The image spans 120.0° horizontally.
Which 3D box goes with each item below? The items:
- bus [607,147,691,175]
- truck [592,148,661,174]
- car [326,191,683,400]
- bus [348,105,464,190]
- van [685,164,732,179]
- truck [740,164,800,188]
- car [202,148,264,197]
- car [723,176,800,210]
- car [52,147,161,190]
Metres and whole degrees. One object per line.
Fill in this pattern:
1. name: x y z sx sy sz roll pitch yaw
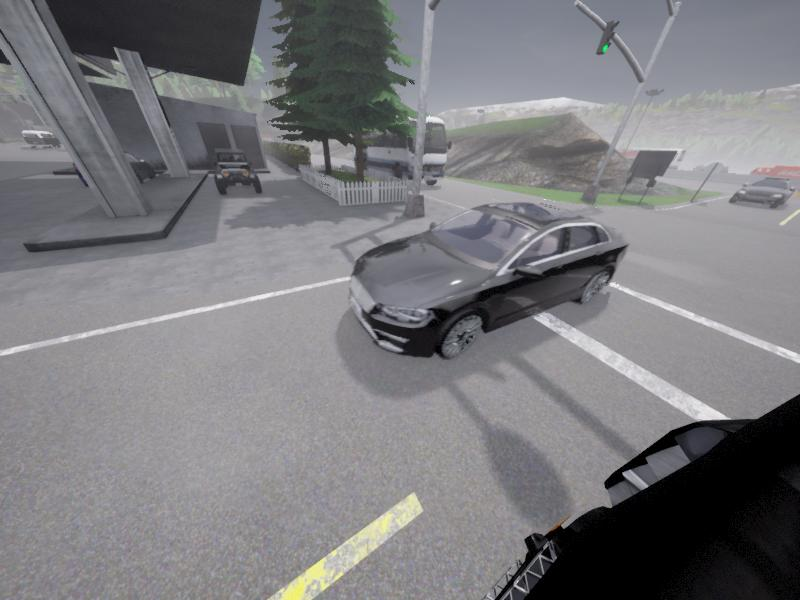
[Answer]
1. bus: 50.844 -28.857 47.823 3.944 4.253 10.273 -16 38 -26
2. truck: 44.324 -27.549 45.739 2.891 3.827 8.468 -16 38 -26
3. car: 1.636 -0.684 3.734 4.902 1.511 2.128 -14 37 -24
4. bus: -0.341 -11.904 18.353 3.944 4.253 10.273 -16 37 -26
5. van: 55.652 -23.212 41.749 1.775 1.987 4.442 -16 38 -26
6. truck: 53.675 -17.643 32.775 2.627 2.467 5.204 -16 38 -26
7. car: -8.742 -6.877 12.282 1.905 1.878 3.866 -16 38 -26
8. car: 23.825 -7.068 15.043 4.974 1.542 2.038 -16 38 -26
9. car: -15.821 -7.473 12.936 2.242 1.667 4.611 -16 38 -26
